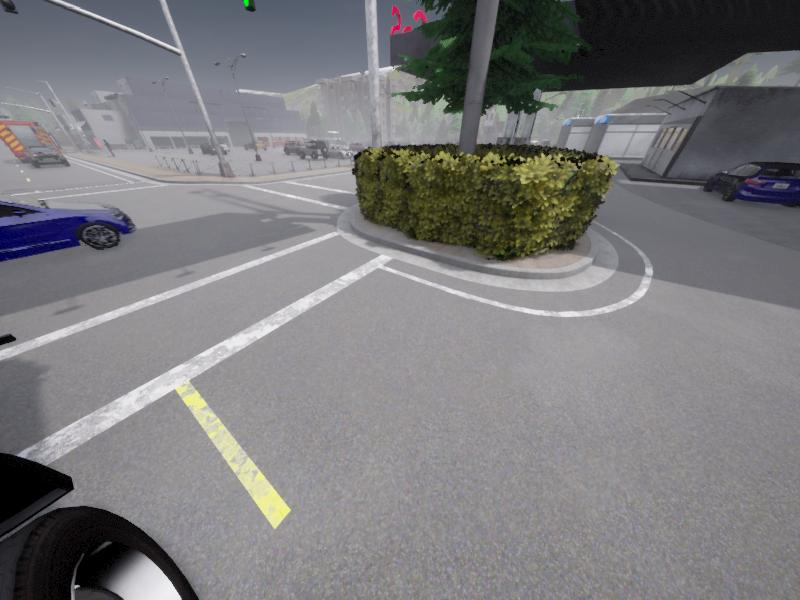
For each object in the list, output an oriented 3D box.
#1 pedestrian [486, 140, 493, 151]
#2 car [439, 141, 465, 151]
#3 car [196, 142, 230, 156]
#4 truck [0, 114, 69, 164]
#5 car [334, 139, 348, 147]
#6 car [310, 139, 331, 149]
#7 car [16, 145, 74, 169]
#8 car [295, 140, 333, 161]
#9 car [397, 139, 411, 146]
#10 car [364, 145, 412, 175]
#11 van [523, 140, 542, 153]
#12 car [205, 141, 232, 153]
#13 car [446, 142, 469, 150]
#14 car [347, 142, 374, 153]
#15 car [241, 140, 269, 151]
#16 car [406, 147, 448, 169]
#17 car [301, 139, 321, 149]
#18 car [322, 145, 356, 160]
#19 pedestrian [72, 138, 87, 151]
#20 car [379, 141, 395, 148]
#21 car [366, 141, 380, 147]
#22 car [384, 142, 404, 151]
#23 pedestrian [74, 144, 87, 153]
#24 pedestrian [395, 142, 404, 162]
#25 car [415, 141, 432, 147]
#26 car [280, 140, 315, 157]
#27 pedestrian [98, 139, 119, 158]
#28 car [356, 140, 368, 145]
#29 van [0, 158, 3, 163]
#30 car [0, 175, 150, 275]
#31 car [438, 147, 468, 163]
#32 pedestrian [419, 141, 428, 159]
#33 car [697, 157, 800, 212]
[{"bbox_3d":[18.498,-31.981,47.858,0.751,1.860,0.751,24,41,29],"label":"pedestrian"},{"bbox_3d":[11.771,-34.985,52.405,5.027,1.636,2.152,22,41,28],"label":"car"},{"bbox_3d":[-26.926,-21.719,33.246,4.514,1.523,2.007,22,41,28],"label":"car"},{"bbox_3d":[-38.716,-16.619,23.921,8.468,3.827,2.891,22,41,28],"label":"truck"},{"bbox_3d":[-18.774,-50.131,73.639,1.905,1.878,3.866,22,41,28],"label":"car"},{"bbox_3d":[-18.581,-36.600,54.083,4.605,1.855,1.932,22,41,28],"label":"car"},{"bbox_3d":[-31.420,-12.709,20.411,4.974,1.542,2.038,22,41,28],"label":"car"},{"bbox_3d":[-10.164,-17.688,27.256,3.866,1.878,1.905,22,41,28],"label":"car"},{"bbox_3d":[1.368,-53.645,78.790,4.605,1.855,1.932,22,40,27],"label":"car"},{"bbox_3d":[-0.882,-11.790,19.339,1.905,1.878,3.866,22,41,28],"label":"car"},{"bbox_3d":[26.429,-30.562,46.051,2.069,2.038,4.480,22,41,28],"label":"van"},{"bbox_3d":[-30.617,-25.835,38.951,3.806,1.475,1.970,22,41,28],"label":"car"},{"bbox_3d":[13.521,-36.471,54.543,4.514,1.523,2.007,22,41,28],"label":"car"},{"bbox_3d":[-7.041,-27.292,41.296,4.514,1.523,2.007,22,41,28],"label":"car"},{"bbox_3d":[-27.215,-29.028,43.370,5.027,1.636,2.152,22,41,28],"label":"car"},{"bbox_3d":[2.837,-14.706,23.734,2.033,1.649,4.856,22,41,28],"label":"car"},{"bbox_3d":[-19.903,-35.113,51.926,3.866,1.878,1.905,22,41,28],"label":"car"},{"bbox_3d":[-7.764,-18.818,29.370,3.806,1.475,1.970,22,41,28],"label":"car"},{"bbox_3d":[-57.474,-27.808,41.375,0.751,1.860,0.751,25,42,31],"label":"pedestrian"},{"bbox_3d":[-3.463,-41.203,61.220,3.806,1.475,1.970,22,41,28],"label":"car"},{"bbox_3d":[-7.849,-45.076,66.670,3.633,1.501,1.845,22,41,28],"label":"car"},{"bbox_3d":[-1.296,-31.964,48.006,3.633,1.501,1.845,22,41,28],"label":"car"},{"bbox_3d":[-47.072,-22.273,34.011,0.500,1.100,0.500,11,37,15],"label":"pedestrian"},{"bbox_3d":[-0.062,-16.734,26.084,0.751,1.860,0.751,22,40,27],"label":"pedestrian"},{"bbox_3d":[7.701,-50.975,75.388,4.792,1.488,2.163,22,40,27],"label":"car"},{"bbox_3d":[-14.743,-21.829,33.138,4.605,1.855,1.932,22,41,28],"label":"car"},{"bbox_3d":[-34.413,-17.950,27.300,0.751,1.860,0.751,-29,44,-35],"label":"pedestrian"},{"bbox_3d":[-13.873,-57.536,84.520,1.816,1.474,4.193,22,41,28],"label":"car"},{"bbox_3d":[-42.471,-14.937,23.055,4.480,2.038,2.069,22,41,28],"label":"van"},{"bbox_3d":[-8.946,-1.597,5.060,1.816,1.474,4.193,23,41,27],"label":"car"},{"bbox_3d":[6.480,-17.609,28.011,1.970,1.475,3.806,22,41,28],"label":"car"},{"bbox_3d":[2.973,-19.282,29.721,0.751,1.860,0.751,22,41,28],"label":"pedestrian"},{"bbox_3d":[17.423,-5.821,11.299,2.242,1.667,4.611,22,41,28],"label":"car"}]
